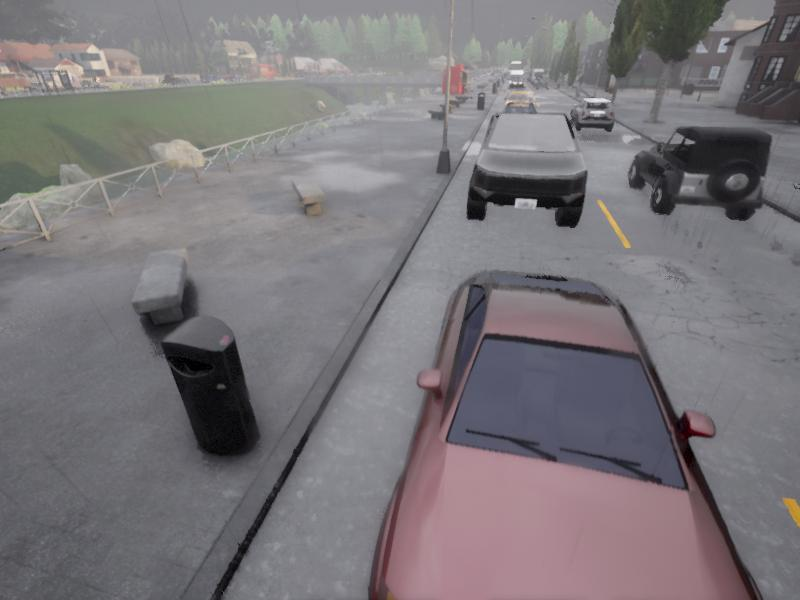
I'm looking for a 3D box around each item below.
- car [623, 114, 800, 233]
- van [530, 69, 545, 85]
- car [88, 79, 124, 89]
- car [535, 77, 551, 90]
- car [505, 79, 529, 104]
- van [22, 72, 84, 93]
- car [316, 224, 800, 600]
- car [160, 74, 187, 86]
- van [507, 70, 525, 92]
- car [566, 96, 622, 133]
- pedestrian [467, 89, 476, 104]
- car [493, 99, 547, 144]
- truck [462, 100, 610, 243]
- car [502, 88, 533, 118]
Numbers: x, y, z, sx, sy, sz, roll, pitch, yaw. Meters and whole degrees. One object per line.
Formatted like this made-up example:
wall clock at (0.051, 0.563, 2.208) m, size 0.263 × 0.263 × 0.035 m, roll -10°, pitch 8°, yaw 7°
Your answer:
car at (7.148, -3.265, 9.700) m, size 1.905 × 1.878 × 3.866 m, roll 7°, pitch 31°, yaw 12°
van at (25.958, -42.219, 75.636) m, size 1.988 × 2.561 × 5.915 m, roll 7°, pitch 31°, yaw 12°
car at (-48.603, -35.771, 66.271) m, size 1.895 × 1.301 × 4.718 m, roll 7°, pitch 31°, yaw 12°
car at (21.664, -32.964, 60.810) m, size 1.789 × 1.549 × 3.705 m, roll 7°, pitch 31°, yaw 12°
car at (11.424, -20.512, 39.228) m, size 1.932 × 1.855 × 4.605 m, roll 7°, pitch 31°, yaw 12°
van at (-50.673, -32.019, 58.736) m, size 2.351 × 2.431 × 6.366 m, roll 7°, pitch 31°, yaw 12°
car at (1.156, 0.822, 3.250) m, size 1.994 × 1.385 × 4.181 m, roll 7°, pitch 31°, yaw 12°
car at (-42.099, -40.918, 74.493) m, size 1.905 × 1.878 × 3.866 m, roll 7°, pitch 31°, yaw 12°
van at (15.995, -30.218, 55.133) m, size 1.988 × 2.561 × 5.915 m, roll 7°, pitch 31°, yaw 12°
car at (10.731, -10.458, 22.412) m, size 1.970 × 1.475 × 3.806 m, roll 7°, pitch 31°, yaw 12°
pedestrian at (6.473, -18.391, 36.144) m, size 0.500 × 1.100 × 0.500 m, roll 20°, pitch 36°, yaw 31°
car at (5.901, -9.000, 19.909) m, size 2.128 × 1.511 × 4.902 m, roll 7°, pitch 31°, yaw 12°
truck at (3.204, -3.714, 10.284) m, size 2.390 × 2.098 × 6.274 m, roll 7°, pitch 31°, yaw 12°
car at (8.475, -14.319, 28.934) m, size 1.801 × 1.575 × 5.366 m, roll 7°, pitch 31°, yaw 12°
